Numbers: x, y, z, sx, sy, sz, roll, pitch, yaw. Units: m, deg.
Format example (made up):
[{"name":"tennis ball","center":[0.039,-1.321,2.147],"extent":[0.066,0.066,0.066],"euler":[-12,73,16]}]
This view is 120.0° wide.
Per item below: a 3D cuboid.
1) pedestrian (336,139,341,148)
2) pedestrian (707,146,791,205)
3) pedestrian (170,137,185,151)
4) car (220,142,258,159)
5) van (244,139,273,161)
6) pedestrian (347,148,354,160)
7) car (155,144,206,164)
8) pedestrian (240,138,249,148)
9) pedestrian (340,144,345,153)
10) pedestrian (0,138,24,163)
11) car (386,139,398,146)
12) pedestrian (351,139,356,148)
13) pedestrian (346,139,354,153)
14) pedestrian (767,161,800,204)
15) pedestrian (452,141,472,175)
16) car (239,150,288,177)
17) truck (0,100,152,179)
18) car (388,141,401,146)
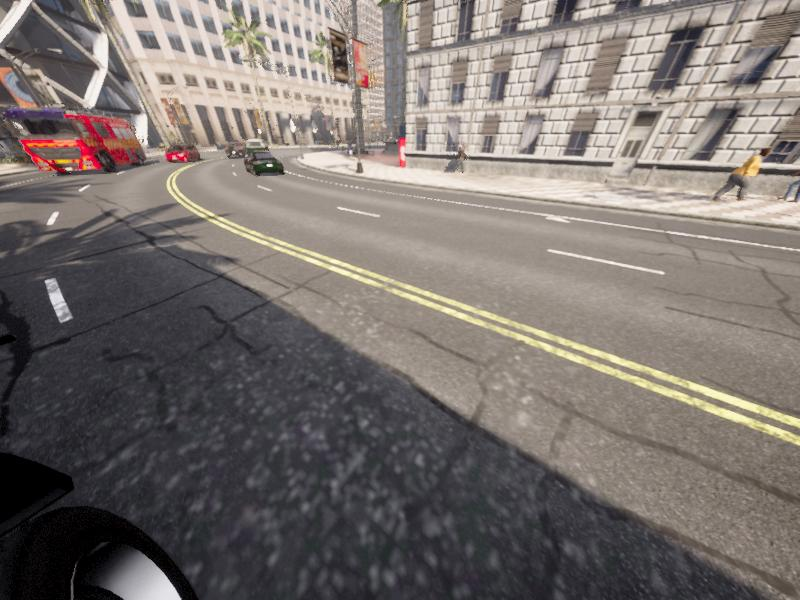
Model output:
[{"name":"pedestrian","center":[-14.750,-37.550,55.384],"extent":[0.751,1.860,0.751],"euler":[21,40,26]},{"name":"pedestrian","center":[13.040,-4.687,8.741],"extent":[0.751,1.860,0.751],"euler":[19,39,24]},{"name":"pedestrian","center":[-36.259,-25.385,37.692],"extent":[0.751,1.860,0.751],"euler":[9,36,12]},{"name":"car","center":[-20.713,-19.565,30.077],"extent":[2.152,1.651,5.027],"euler":[-6,36,-8]},{"name":"van","center":[-16.240,-17.419,26.755],"extent":[1.775,1.987,4.442],"euler":[-11,37,-15]},{"name":"pedestrian","center":[-5.415,-16.103,25.440],"extent":[0.500,1.100,0.500],"euler":[-15,38,-21]},{"name":"car","center":[-22.338,-15.076,23.781],"extent":[2.007,1.525,4.514],"euler":[-10,37,-14]},{"name":"pedestrian","center":[-32.601,-32.955,48.457],"extent":[0.751,1.860,0.751],"euler":[9,36,11]},{"name":"pedestrian","center":[-8.906,-23.566,35.996],"extent":[0.500,1.100,0.500],"euler":[2,35,2]},{"name":"pedestrian","center":[-35.860,-13.603,20.986],"extent":[0.751,1.860,0.751],"euler":[7,36,9]},{"name":"car","center":[-2.625,-51.618,75.468],"extent":[1.905,1.878,3.866],"euler":[21,40,27]},{"name":"pedestrian","center":[-10.884,-36.642,54.128],"extent":[0.751,1.860,0.751],"euler":[19,39,24]},{"name":"pedestrian","center":[-7.647,-23.415,35.132],"extent":[0.751,1.860,0.751],"euler":[10,36,13]},{"name":"pedestrian","center":[15.667,-4.739,8.836],"extent":[0.751,1.860,0.751],"euler":[23,41,29]},{"name":"pedestrian","center":[4.139,-9.500,15.494],"extent":[0.751,1.860,0.751],"euler":[22,40,27]},{"name":"car","center":[-10.118,-10.147,17.028],"extent":[1.994,1.385,4.181],"euler":[-24,42,-30]},{"name":"truck","center":[-23.116,-11.862,17.223],"extent":[2.891,3.827,8.468],"euler":[-15,38,-20]},{"name":"car","center":[-1.686,-48.545,71.607],"extent":[1.895,1.301,4.718],"euler":[21,40,27]}]
